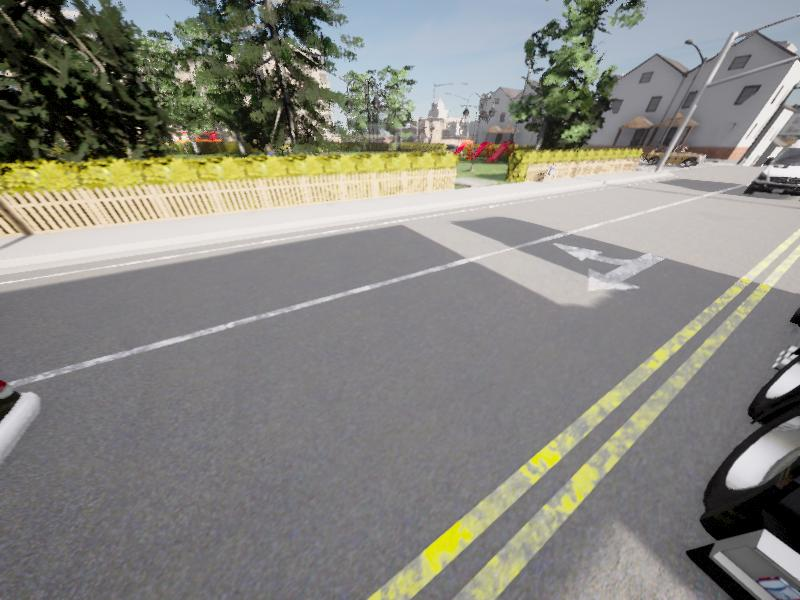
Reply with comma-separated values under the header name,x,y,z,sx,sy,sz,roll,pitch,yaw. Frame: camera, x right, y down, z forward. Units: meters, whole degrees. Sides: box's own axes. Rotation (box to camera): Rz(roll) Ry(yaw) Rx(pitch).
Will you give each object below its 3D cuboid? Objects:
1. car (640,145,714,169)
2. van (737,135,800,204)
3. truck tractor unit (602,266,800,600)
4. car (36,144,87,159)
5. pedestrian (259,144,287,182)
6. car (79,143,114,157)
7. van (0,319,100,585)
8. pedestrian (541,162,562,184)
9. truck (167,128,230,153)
name,x,y,z,sx,sy,sz,roll,pitch,yaw
car,29.691,-15.535,24.982,1.932,1.855,4.605,-24,42,-30
van,20.213,-6.611,11.483,5.915,2.561,1.988,-17,39,-24
truck tractor unit,5.113,-0.296,0.785,6.516,4.208,3.053,-18,39,-24
car,-59.873,-26.472,41.011,4.792,1.488,2.163,-23,40,-18
pedestrian,-7.468,-8.110,13.674,0.751,1.860,0.751,3,35,3
car,-45.472,-22.630,34.772,1.789,1.549,3.705,-17,39,-24
van,-4.634,1.354,0.233,4.480,2.038,2.069,-18,39,-24
pedestrian,8.889,-7.466,13.561,0.500,1.100,0.500,-17,38,-23
truck,-39.801,-31.746,45.950,8.468,3.827,2.891,-26,43,-33
